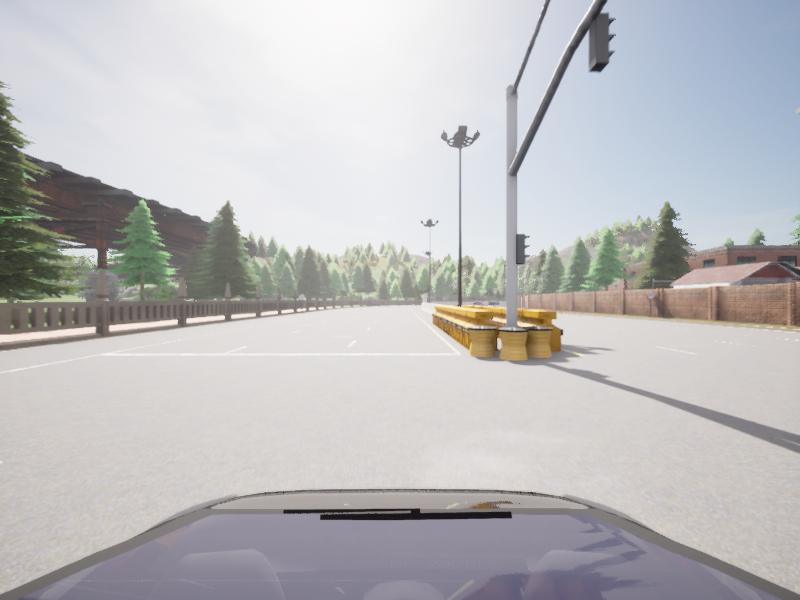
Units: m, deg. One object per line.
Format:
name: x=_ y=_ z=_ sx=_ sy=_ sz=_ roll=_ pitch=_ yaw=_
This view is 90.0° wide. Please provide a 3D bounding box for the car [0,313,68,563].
car: x=-3.499 y=0.838 z=0.477 sx=2.128 sy=1.511 sz=4.902 roll=0 pitch=0 yaw=0
